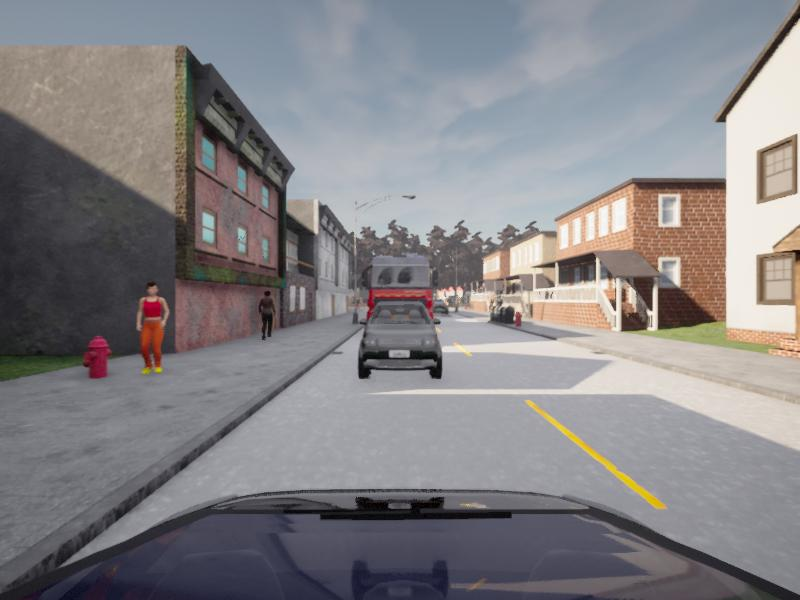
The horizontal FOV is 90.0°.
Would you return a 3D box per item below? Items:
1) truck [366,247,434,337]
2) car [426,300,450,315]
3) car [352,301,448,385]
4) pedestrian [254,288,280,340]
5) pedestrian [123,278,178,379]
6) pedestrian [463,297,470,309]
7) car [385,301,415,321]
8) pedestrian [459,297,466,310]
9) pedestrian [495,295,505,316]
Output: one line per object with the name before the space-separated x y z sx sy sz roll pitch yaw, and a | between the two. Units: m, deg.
truck | -0.003 -0.350 21.252 2.891 3.827 8.468 0 0 0
car | 4.002 0.766 42.864 2.038 1.542 4.974 0 0 0
car | 0.003 0.800 9.289 1.789 1.549 3.705 0 0 0
pedestrian | -4.945 0.511 14.898 0.751 1.860 0.751 0 0 -6
pedestrian | -4.869 0.521 7.859 0.751 1.860 0.751 0 0 -18
pedestrian | 10.451 0.437 62.555 0.751 1.860 0.751 0 0 45
car | 0.001 0.806 31.920 2.163 1.488 4.792 0 0 0
pedestrian | 8.785 0.446 56.413 0.751 1.860 0.751 0 0 -10
pedestrian | 8.877 0.483 35.550 0.751 1.860 0.751 0 0 11
